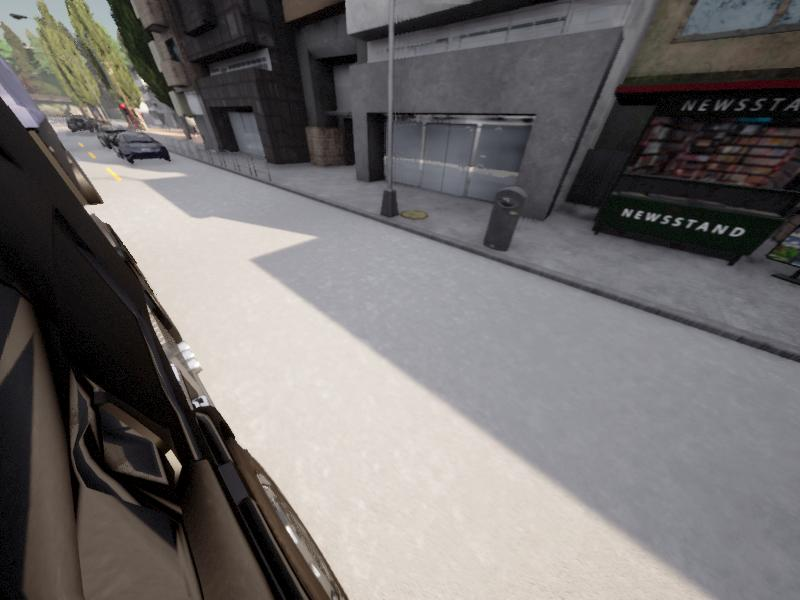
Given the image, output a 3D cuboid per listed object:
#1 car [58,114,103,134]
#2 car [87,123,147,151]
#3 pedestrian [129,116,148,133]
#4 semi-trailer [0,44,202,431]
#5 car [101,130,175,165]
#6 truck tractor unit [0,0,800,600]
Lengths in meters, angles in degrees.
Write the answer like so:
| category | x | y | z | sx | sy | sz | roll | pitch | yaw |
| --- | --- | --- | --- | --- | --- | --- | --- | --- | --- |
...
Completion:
| category | x | y | z | sx | sy | sz | roll | pitch | yaw |
| --- | --- | --- | --- | --- | --- | --- | --- | --- | --- |
| car | -40.860 | -22.661 | 29.735 | 1.932 | 1.855 | 4.605 | -21 | 43 | -29 |
| car | -21.779 | -12.569 | 17.763 | 4.514 | 1.525 | 2.007 | 28 | 44 | 30 |
| pedestrian | -37.132 | -24.948 | 32.804 | 0.751 | 1.860 | 0.751 | 12 | 38 | 13 |
| semi-trailer | -8.699 | -3.605 | 4.226 | 14.254 | 4.402 | 2.717 | 28 | 44 | 30 |
| car | -15.653 | -9.209 | 13.799 | 4.181 | 1.385 | 1.994 | 28 | 44 | 30 |
| truck tractor unit | -2.645 | -0.295 | 0.351 | 6.516 | 4.208 | 3.053 | 28 | 44 | 30 |
